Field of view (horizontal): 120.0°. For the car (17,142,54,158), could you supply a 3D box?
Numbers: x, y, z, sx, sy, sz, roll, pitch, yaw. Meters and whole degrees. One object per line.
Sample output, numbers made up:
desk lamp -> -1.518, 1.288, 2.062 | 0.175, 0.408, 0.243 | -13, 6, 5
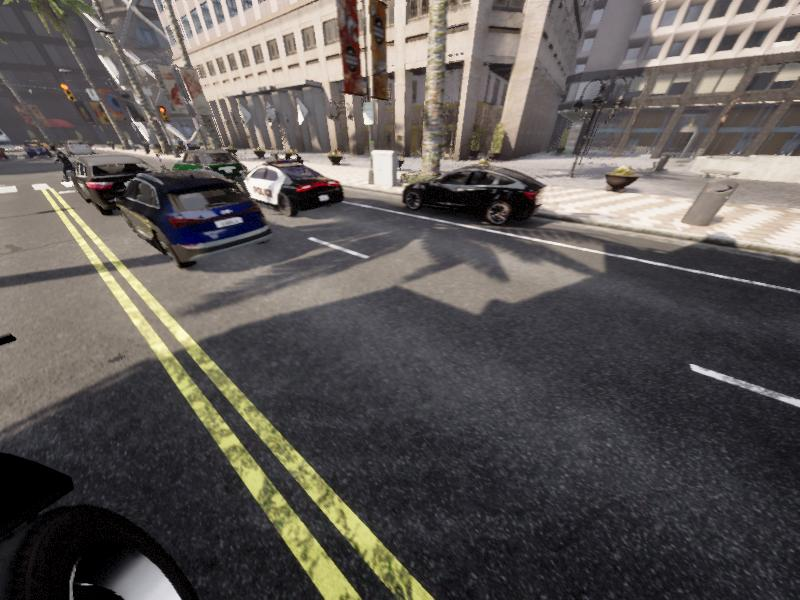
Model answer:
car -> -44.143, -18.239, 28.033 | 3.633, 1.501, 1.845 | 25, 42, 30

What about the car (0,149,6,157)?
car -> -51.999, -18.905, 28.964 | 3.806, 1.475, 1.970 | 20, 40, 25

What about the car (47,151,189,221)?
car -> -10.693, -4.547, 8.799 | 4.611, 1.667, 2.242 | 22, 41, 28

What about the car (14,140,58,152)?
car -> -60.677, -25.793, 38.548 | 5.366, 1.575, 1.801 | 10, 36, 14

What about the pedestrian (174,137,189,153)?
pedestrian -> -31.152, -22.088, 32.978 | 0.751, 1.860, 0.751 | 26, 43, 32

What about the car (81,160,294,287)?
car -> -5.134, -2.214, 5.579 | 4.856, 1.649, 2.033 | 23, 41, 28

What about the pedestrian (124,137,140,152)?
pedestrian -> -39.907, -23.155, 34.422 | 0.751, 1.860, 0.751 | -28, 44, -34

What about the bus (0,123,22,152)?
bus -> -68.656, -25.756, 36.123 | 10.273, 4.253, 3.944 | 2, 35, 2

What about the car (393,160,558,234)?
car -> 2.331, -3.793, 7.996 | 4.792, 1.488, 2.163 | 22, 41, 28

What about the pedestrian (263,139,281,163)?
pedestrian -> -12.126, -14.187, 21.948 | 0.751, 1.860, 0.751 | 26, 43, 32

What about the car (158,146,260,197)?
car -> -9.618, -6.634, 11.650 | 4.553, 1.767, 2.097 | 23, 41, 28

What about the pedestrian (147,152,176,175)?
pedestrian -> -16.330, -9.371, 15.857 | 0.751, 1.300, 0.751 | 21, 40, 27

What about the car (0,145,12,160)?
car -> -44.908, -16.186, 25.167 | 4.792, 1.488, 2.163 | 22, 41, 28

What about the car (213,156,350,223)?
car -> -4.518, -4.403, 8.762 | 4.974, 1.542, 2.038 | 22, 41, 28

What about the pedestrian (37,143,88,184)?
pedestrian -> -18.536, -7.518, 12.736 | 0.751, 1.860, 0.751 | 26, 42, 31

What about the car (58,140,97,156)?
car -> -44.972, -21.289, 32.216 | 4.611, 1.667, 2.242 | 22, 41, 28
